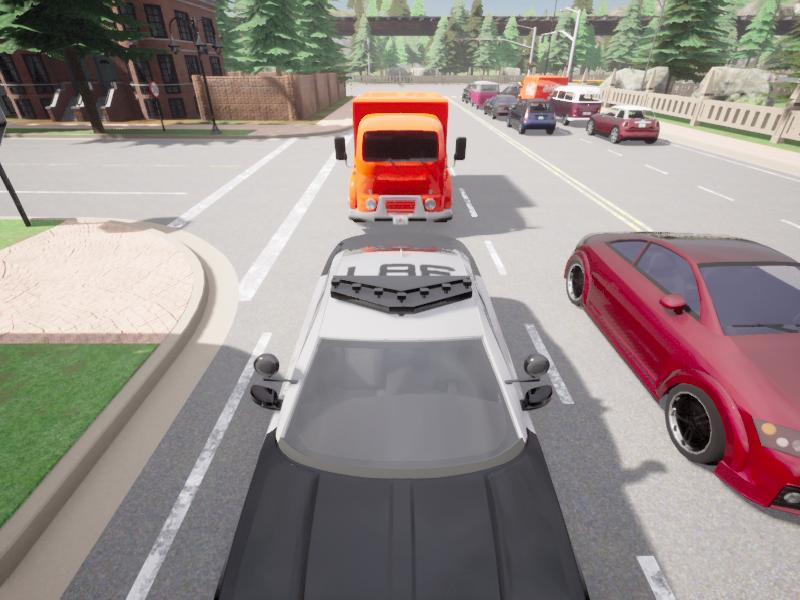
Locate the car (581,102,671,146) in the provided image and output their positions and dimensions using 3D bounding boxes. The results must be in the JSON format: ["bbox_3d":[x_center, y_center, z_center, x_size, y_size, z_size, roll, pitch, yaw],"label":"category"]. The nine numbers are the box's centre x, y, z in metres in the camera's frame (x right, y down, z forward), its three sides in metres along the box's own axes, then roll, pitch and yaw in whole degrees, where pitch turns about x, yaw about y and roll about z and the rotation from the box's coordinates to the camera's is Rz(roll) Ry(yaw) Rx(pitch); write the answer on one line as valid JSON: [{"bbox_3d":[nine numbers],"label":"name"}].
[{"bbox_3d":[10.510,-8.409,18.971,1.970,1.475,3.806,0,30,0],"label":"car"}]

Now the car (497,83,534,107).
[{"bbox_3d":[10.511,-18.904,36.801,2.033,1.649,4.856,0,30,0],"label":"car"}]

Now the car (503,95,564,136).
[{"bbox_3d":[7.011,-9.984,21.538,1.851,1.617,3.988,0,30,0],"label":"car"}]

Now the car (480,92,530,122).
[{"bbox_3d":[7.012,-13.300,27.429,2.033,1.411,5.357,0,30,0],"label":"car"}]

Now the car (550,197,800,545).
[{"bbox_3d":[3.498,0.144,4.421,1.994,1.385,4.181,-1,30,-1],"label":"car"}]

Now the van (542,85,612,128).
[{"bbox_3d":[10.511,-11.803,24.225,2.069,2.038,4.480,0,30,0],"label":"van"}]

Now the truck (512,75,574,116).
[{"bbox_3d":[10.514,-15.487,30.110,2.627,2.467,5.204,0,30,0],"label":"truck"}]

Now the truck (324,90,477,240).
[{"bbox_3d":[0.007,-3.585,9.723,2.627,2.467,5.204,0,30,0],"label":"truck"}]

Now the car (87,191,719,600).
[{"bbox_3d":[0.010,0.617,3.356,1.930,1.638,5.238,0,30,0],"label":"car"}]

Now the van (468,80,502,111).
[{"bbox_3d":[7.011,-17.136,33.414,1.775,1.987,4.442,0,30,0],"label":"van"}]

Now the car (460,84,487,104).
[{"bbox_3d":[7.012,-19.855,38.500,1.789,1.549,3.705,0,30,0],"label":"car"}]
